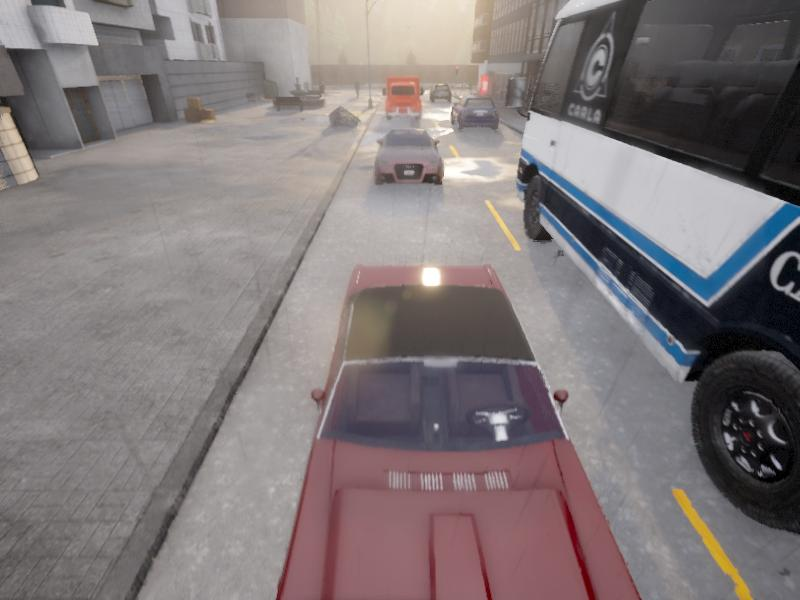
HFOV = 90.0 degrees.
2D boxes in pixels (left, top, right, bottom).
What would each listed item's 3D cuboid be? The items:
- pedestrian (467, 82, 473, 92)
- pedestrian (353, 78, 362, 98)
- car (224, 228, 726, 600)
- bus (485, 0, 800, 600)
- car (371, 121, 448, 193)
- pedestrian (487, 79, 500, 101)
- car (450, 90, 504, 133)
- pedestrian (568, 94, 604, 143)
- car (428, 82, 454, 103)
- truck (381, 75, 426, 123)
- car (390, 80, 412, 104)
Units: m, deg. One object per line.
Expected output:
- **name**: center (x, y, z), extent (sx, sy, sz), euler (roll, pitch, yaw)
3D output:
- **pedestrian**: center (8.946, -27.111, 51.011), extent (0.500, 1.100, 0.500), euler (20, 36, 30)
- **pedestrian**: center (-4.393, -22.003, 41.537), extent (0.751, 1.860, 0.751), euler (-1, 30, -1)
- **car**: center (0.288, 0.866, 3.252), extent (1.895, 1.301, 4.718), euler (0, 30, 0)
- **bus**: center (3.963, -1.340, 4.087), extent (3.944, 4.253, 10.273), euler (0, 30, 1)
- **car**: center (0.260, -4.631, 12.566), extent (1.994, 1.385, 4.181), euler (0, 30, 0)
- **pedestrian**: center (9.049, -20.418, 38.829), extent (0.751, 1.860, 0.751), euler (-6, 31, -10)
- **car**: center (4.112, -10.576, 22.316), extent (2.097, 1.767, 4.553), euler (0, 30, 0)
- **pedestrian**: center (8.120, -7.949, 17.501), extent (0.751, 1.860, 0.751), euler (-6, 31, -10)
- **car**: center (3.995, -20.622, 39.661), extent (2.033, 1.649, 4.856), euler (0, 30, 0)
- **truck**: center (0.222, -13.261, 26.237), extent (2.627, 2.467, 5.204), euler (0, 30, 1)
- **car**: center (0.063, -19.613, 37.673), extent (1.905, 1.878, 3.866), euler (0, 30, 0)
